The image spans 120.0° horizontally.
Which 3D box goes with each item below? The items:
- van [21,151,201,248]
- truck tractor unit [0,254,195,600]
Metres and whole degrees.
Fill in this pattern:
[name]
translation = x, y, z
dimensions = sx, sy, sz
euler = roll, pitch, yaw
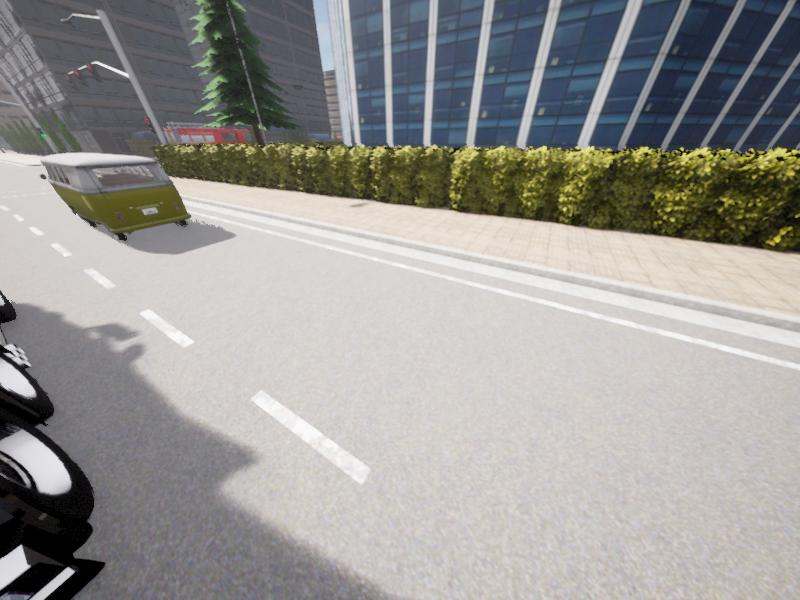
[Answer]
[van]
translation = -8.627, -3.235, 6.985
dimensions = 4.442, 1.987, 1.775
euler = 18, 39, 24
[truck tractor unit]
translation = -5.091, -0.321, 0.801
dimensions = 6.516, 4.208, 3.053
euler = 19, 39, 25
